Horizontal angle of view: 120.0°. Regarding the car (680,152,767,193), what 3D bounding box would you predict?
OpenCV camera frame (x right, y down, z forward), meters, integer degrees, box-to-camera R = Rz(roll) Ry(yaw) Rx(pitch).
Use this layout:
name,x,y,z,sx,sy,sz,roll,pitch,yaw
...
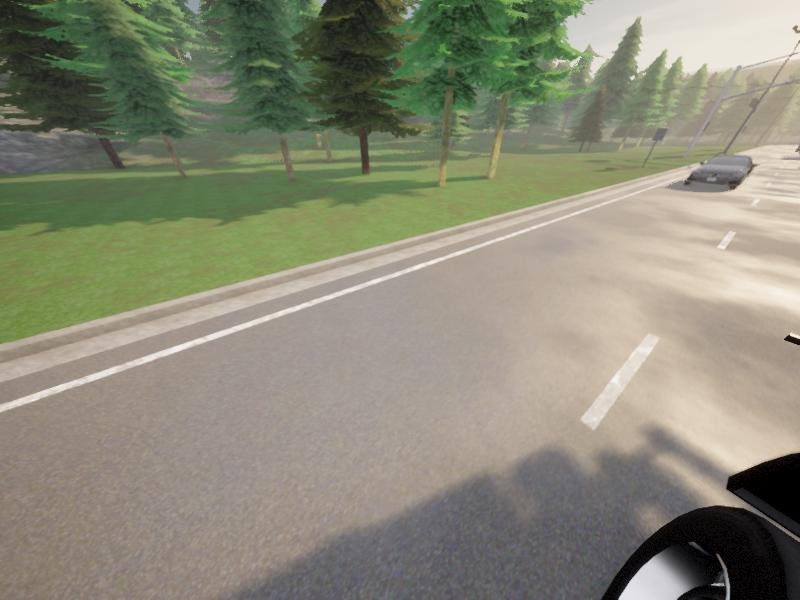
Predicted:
name,x,y,z,sx,sy,sz,roll,pitch,yaw
car,17.378,-6.956,12.398,4.674,1.442,1.812,-22,41,-28

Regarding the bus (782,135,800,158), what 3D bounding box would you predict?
name,x,y,z,sx,sy,sz,roll,pitch,yaw
bus,53.085,-18.627,26.255,10.273,4.253,3.944,-1,34,-2
